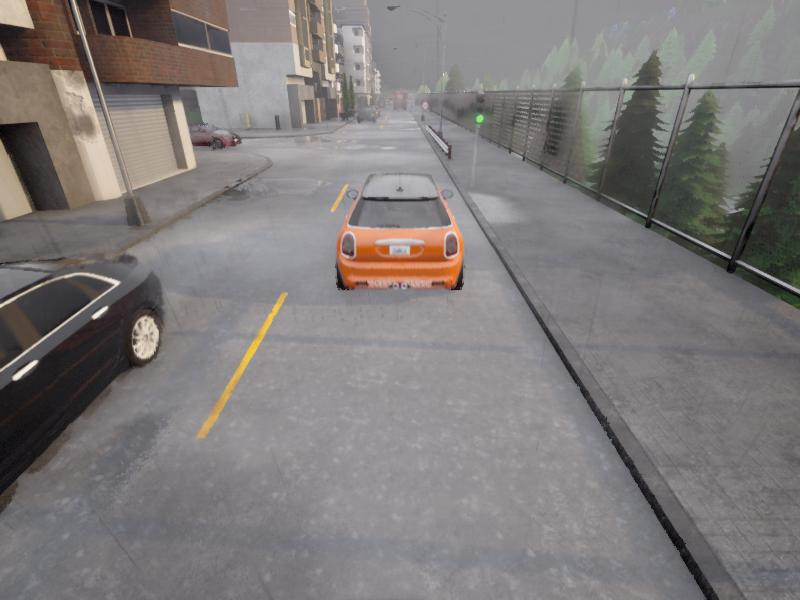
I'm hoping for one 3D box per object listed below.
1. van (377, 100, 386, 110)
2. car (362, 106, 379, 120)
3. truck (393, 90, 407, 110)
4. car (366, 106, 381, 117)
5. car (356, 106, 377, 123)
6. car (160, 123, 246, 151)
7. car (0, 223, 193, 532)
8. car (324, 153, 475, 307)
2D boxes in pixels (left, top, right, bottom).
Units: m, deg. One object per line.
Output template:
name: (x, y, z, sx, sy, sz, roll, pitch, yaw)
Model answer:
van: (-3.996, -43.048, 88.196, 1.775, 1.987, 4.442, 0, 27, 0)
car: (-3.992, -25.679, 54.847, 1.801, 1.575, 5.366, 0, 27, 0)
truck: (0.009, -44.943, 89.867, 2.891, 3.827, 8.468, 0, 27, 0)
car: (-3.990, -28.791, 61.015, 1.970, 1.475, 3.806, 0, 27, 0)
car: (-3.990, -22.522, 48.469, 2.097, 1.767, 4.553, 0, 27, 0)
car: (-12.127, -10.147, 24.858, 4.181, 1.385, 1.994, 3, 27, 5)
car: (-4.027, 0.751, 3.516, 1.837, 1.490, 4.892, 0, 27, 0)
car: (0.000, -1.716, 7.985, 2.097, 1.767, 4.553, 0, 27, 0)
